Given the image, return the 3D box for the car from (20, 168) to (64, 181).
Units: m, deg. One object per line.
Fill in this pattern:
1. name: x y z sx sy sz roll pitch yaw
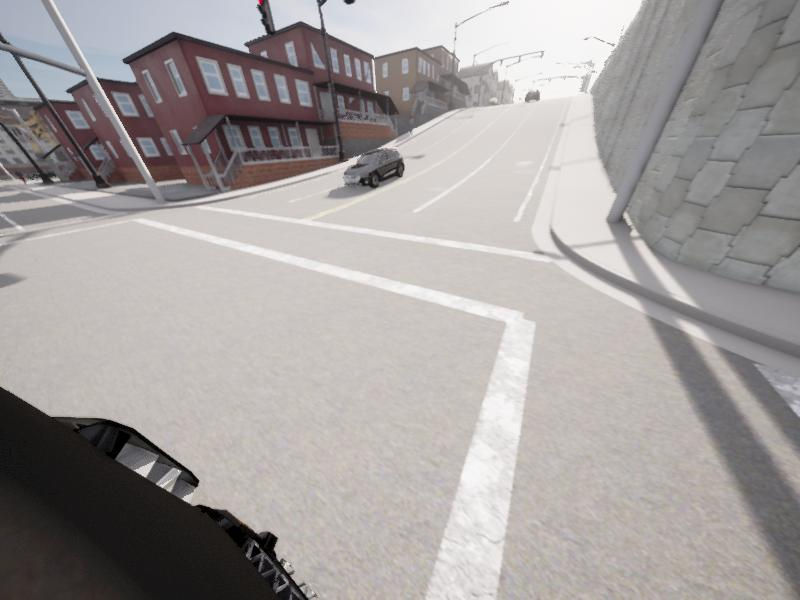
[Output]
1. car: -61.205 -21.493 39.566 1.789 1.549 3.705 16 38 26

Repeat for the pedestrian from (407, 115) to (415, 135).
1. pedestrian: 1.376 -21.341 28.198 0.751 1.860 0.751 15 37 25

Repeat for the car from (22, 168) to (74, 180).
1. car: -63.663 -22.893 41.920 1.837 1.490 4.892 16 37 26

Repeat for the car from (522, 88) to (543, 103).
1. car: 21.886 -33.679 38.103 2.128 1.511 4.902 16 42 26

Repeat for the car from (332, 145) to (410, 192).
1. car: -1.476 -8.094 14.034 2.033 1.649 4.856 16 43 26
